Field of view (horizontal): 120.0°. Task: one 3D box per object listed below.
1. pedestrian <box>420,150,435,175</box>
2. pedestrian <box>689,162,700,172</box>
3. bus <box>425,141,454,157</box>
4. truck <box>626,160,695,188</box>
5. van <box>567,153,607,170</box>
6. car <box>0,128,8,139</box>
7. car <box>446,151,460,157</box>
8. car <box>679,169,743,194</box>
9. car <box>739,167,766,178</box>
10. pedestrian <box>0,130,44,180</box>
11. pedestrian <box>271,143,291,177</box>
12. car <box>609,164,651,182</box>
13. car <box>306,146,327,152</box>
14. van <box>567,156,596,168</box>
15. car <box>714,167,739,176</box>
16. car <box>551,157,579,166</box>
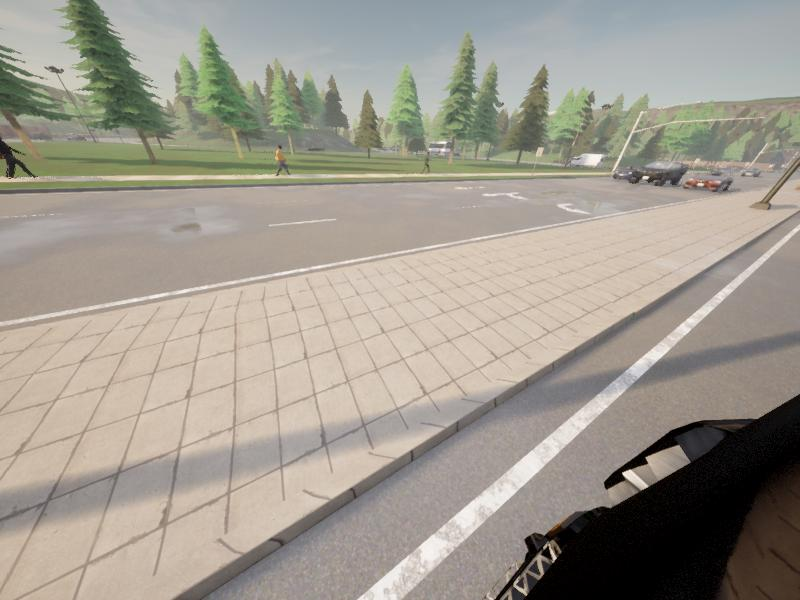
[{"bbox_3d":[2.395,-12.068,20.320,0.751,1.860,0.751,-15,37,-25],"label":"pedestrian"},{"bbox_3d":[68.441,-30.864,53.703,0.751,1.860,0.751,-20,40,-30],"label":"pedestrian"},{"bbox_3d":[13.586,-52.621,80.444,3.944,4.253,10.273,-15,38,-25],"label":"bus"},{"bbox_3d":[26.113,-12.673,23.158,6.274,2.098,2.390,-16,38,-26],"label":"truck"},{"bbox_3d":[39.378,-29.347,48.875,1.988,2.561,5.915,-15,38,-25],"label":"van"},{"bbox_3d":[-84.392,-34.052,46.939,2.150,2.045,5.566,-15,38,-25],"label":"car"},{"bbox_3d":[19.485,-53.496,84.588,1.930,1.638,5.238,-15,38,-25],"label":"car"},{"bbox_3d":[28.392,-10.886,21.073,5.027,1.651,2.152,-15,38,-26],"label":"car"},{"bbox_3d":[73.349,-26.514,48.065,4.856,1.649,2.033,-17,39,-25],"label":"car"},{"bbox_3d":[-17.435,-6.438,10.311,0.751,1.860,0.751,-16,38,-26],"label":"pedestrian"},{"bbox_3d":[-7.749,-9.114,15.089,0.751,1.860,0.751,-15,38,-25],"label":"pedestrian"},{"bbox_3d":[26.976,-14.940,27.088,3.988,1.617,1.851,-16,38,-26],"label":"car"},{"bbox_3d":[-22.732,-41.130,63.009,4.718,1.301,1.895,-20,40,-31],"label":"car"},{"bbox_3d":[41.115,-31.302,52.444,2.069,2.038,4.480,-15,38,-25],"label":"van"},{"bbox_3d":[71.167,-28.065,50.335,4.974,1.542,2.038,-16,38,-26],"label":"car"},{"bbox_3d":[41.387,-34.841,58.155,1.930,1.638,5.238,-15,38,-25],"label":"car"}]
